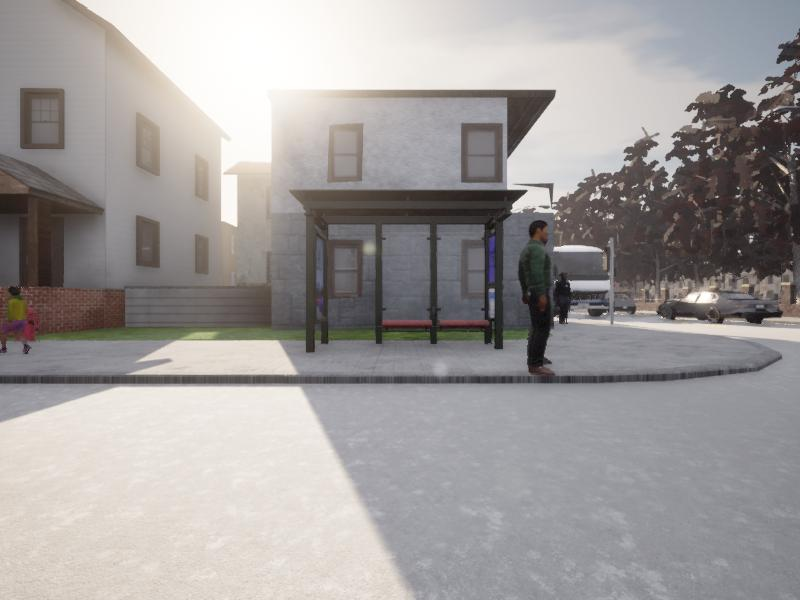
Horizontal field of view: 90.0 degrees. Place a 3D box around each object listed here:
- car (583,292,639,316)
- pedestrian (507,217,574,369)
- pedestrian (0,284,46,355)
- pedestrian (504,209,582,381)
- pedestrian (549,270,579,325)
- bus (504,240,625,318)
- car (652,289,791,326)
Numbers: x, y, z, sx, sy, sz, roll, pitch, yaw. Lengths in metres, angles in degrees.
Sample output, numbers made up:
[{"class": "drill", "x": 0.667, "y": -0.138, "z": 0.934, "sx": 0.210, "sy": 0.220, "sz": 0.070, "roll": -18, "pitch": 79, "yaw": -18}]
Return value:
[{"class": "car", "x": 14.157, "y": 0.227, "z": 27.044, "sx": 1.845, "sy": 1.501, "sz": 3.633, "roll": 0, "pitch": 0, "yaw": -1}, {"class": "pedestrian", "x": 1.844, "y": -0.084, "z": 5.350, "sx": 0.751, "sy": 1.860, "sz": 0.751, "roll": 0, "pitch": 0, "yaw": 11}, {"class": "pedestrian", "x": -6.193, "y": 0.305, "z": 6.466, "sx": 0.500, "sy": 1.100, "sz": 0.500, "roll": 0, "pitch": 0, "yaw": 5}, {"class": "pedestrian", "x": 1.661, "y": -0.054, "z": 4.767, "sx": 0.751, "sy": 1.860, "sz": 0.751, "roll": 0, "pitch": 0, "yaw": 9}, {"class": "pedestrian", "x": 5.686, "y": -0.075, "z": 13.912, "sx": 0.751, "sy": 1.860, "sz": 0.751, "roll": 0, "pitch": 0, "yaw": 0}, {"class": "bus", "x": 10.218, "y": -1.134, "z": 26.763, "sx": 3.944, "sy": 4.253, "sz": 10.273, "roll": 0, "pitch": 0, "yaw": 0}, {"class": "car", "x": 13.949, "y": 0.295, "z": 17.922, "sx": 2.033, "sy": 1.411, "sz": 5.357, "roll": 0, "pitch": 0, "yaw": 2}]
